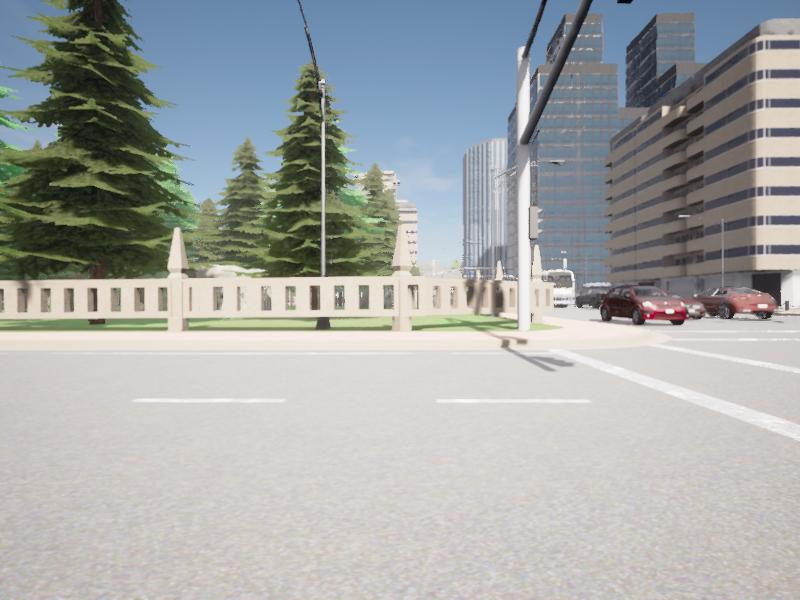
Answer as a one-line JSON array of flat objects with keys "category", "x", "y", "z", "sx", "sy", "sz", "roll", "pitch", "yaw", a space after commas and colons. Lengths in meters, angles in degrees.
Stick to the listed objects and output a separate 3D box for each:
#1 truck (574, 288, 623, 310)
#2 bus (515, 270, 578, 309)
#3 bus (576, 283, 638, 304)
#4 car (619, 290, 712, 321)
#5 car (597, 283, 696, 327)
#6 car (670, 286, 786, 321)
[{"category": "truck", "x": 20.795, "y": -0.089, "z": 42.262, "sx": 2.390, "sy": 2.098, "sz": 6.274, "roll": 0, "pitch": 0, "yaw": 3}, {"category": "bus", "x": 17.406, "y": -1.156, "z": 48.573, "sx": 3.944, "sy": 4.253, "sz": 10.273, "roll": 0, "pitch": 0, "yaw": 1}, {"category": "bus", "x": 41.422, "y": -1.257, "z": 80.403, "sx": 10.273, "sy": 4.253, "sz": 3.944, "roll": 0, "pitch": 0, "yaw": 1}, {"category": "car", "x": 13.671, "y": 0.250, "z": 21.017, "sx": 1.812, "sy": 1.442, "sz": 4.674, "roll": 0, "pitch": 0, "yaw": 1}, {"category": "car", "x": 10.053, "y": 0.174, "z": 16.737, "sx": 1.851, "sy": 1.617, "sz": 3.988, "roll": 0, "pitch": 0, "yaw": 3}, {"category": "car", "x": 17.192, "y": 0.153, "z": 21.417, "sx": 2.152, "sy": 1.651, "sz": 5.027, "roll": 0, "pitch": 0, "yaw": 1}]
